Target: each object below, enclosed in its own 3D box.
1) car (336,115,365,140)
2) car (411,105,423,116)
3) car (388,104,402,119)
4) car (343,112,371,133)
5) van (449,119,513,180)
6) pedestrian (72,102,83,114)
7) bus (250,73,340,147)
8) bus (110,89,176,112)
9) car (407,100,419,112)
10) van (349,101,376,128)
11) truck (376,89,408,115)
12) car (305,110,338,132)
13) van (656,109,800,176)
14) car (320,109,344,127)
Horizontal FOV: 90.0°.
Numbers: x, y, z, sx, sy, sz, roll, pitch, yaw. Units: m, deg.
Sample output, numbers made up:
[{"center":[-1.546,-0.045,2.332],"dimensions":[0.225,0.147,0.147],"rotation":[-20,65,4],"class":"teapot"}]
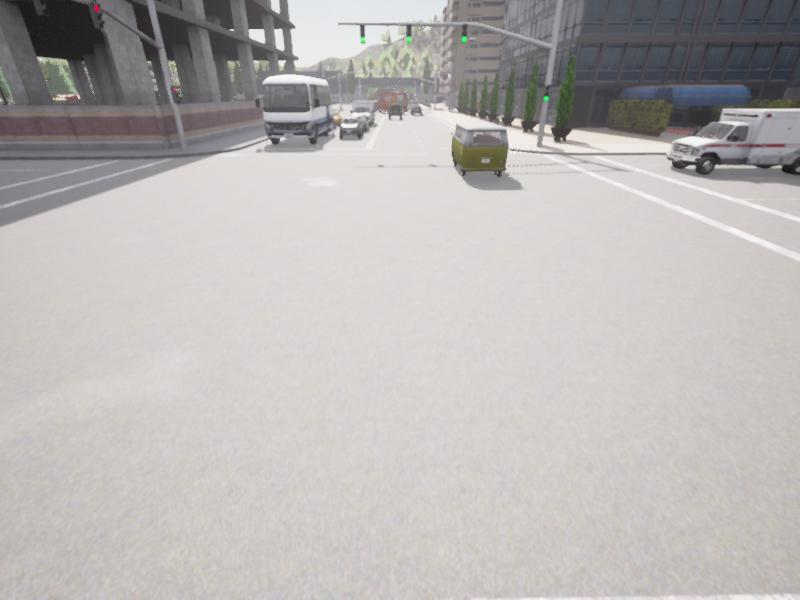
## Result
[{"center":[-3.857,-13.763,31.809],"dimensions":[1.789,1.549,3.705],"rotation":[0,27,0],"class":"car"},{"center":[2.845,-31.919,67.182],"dimensions":[2.007,1.525,4.514],"rotation":[1,27,3],"class":"car"},{"center":[-0.660,-26.727,56.690],"dimensions":[1.905,1.878,3.866],"rotation":[0,27,0],"class":"car"},{"center":[-3.925,-16.677,37.537],"dimensions":[2.128,1.511,4.902],"rotation":[0,27,0],"class":"car"},{"center":[3.316,-6.650,17.404],"dimensions":[1.775,1.987,4.442],"rotation":[0,27,0],"class":"van"},{"center":[-57.035,-33.944,70.771],"dimensions":[0.751,1.860,0.751],"rotation":[8,28,16],"class":"pedestrian"},{"center":[-7.227,-14.306,29.940],"dimensions":[3.944,4.253,10.273],"rotation":[0,27,0],"class":"bus"},{"center":[-53.967,-42.103,84.408],"dimensions":[10.273,4.253,3.944],"rotation":[-1,27,-1],"class":"bus"},{"center":[2.563,-38.503,79.459],"dimensions":[2.150,2.045,5.566],"rotation":[0,27,0],"class":"car"},{"center":[-4.013,-20.554,44.093],"dimensions":[2.351,2.431,6.366],"rotation":[0,27,0],"class":"van"},{"center":[-1.510,-35.372,71.402],"dimensions":[2.891,3.827,8.468],"rotation":[-10,29,-19],"class":"truck"},{"center":[-7.439,-17.201,38.416],"dimensions":[2.242,1.667,4.611],"rotation":[-1,27,-1],"class":"car"},{"center":[15.099,-6.746,17.007],"dimensions":[6.366,2.431,2.351],"rotation":[-1,27,-1],"class":"van"},{"center":[-7.515,-20.392,44.737],"dimensions":[1.801,1.575,5.366],"rotation":[0,27,0],"class":"car"}]
